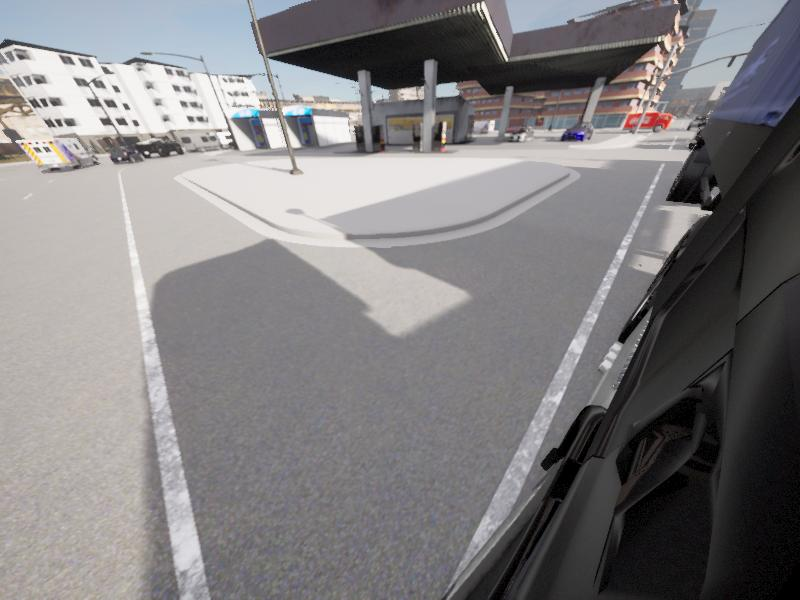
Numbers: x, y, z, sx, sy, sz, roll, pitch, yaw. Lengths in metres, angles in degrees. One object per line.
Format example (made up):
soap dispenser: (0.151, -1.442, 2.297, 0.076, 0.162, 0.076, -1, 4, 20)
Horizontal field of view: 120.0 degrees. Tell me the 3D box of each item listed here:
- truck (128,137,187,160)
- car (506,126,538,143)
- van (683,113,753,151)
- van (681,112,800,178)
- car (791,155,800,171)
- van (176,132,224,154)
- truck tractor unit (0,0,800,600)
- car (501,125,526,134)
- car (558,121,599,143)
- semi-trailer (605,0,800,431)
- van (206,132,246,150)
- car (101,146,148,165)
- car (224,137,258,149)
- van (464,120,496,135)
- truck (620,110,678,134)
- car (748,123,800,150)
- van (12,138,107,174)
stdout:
truck: (-32.536, -20.632, 31.359, 2.390, 2.098, 6.274, -8, 37, -7)
car: (15.030, -20.349, 28.435, 1.970, 1.475, 3.806, 29, 47, 35)
van: (22.960, -12.346, 16.918, 2.069, 2.038, 4.480, 29, 47, 35)
van: (14.851, -7.040, 10.386, 2.069, 2.038, 4.480, 29, 46, 34)
car: (17.589, -5.763, 8.626, 1.905, 1.878, 3.866, 29, 47, 35)
van: (-32.492, -25.849, 37.926, 1.988, 2.561, 5.915, 1, 37, 5)
truck tractor unit: (2.645, -0.295, 0.351, 6.516, 4.208, 3.053, -28, 44, -30)
car: (23.750, -35.743, 48.536, 4.181, 1.385, 1.994, 29, 47, 35)
car: (19.679, -18.544, 25.477, 2.242, 1.667, 4.611, 29, 47, 35)
semi-trailer: (8.337, -3.836, 4.543, 2.717, 4.402, 14.254, 30, 48, 35)
van: (-33.903, -31.307, 45.271, 1.988, 2.561, 5.915, 9, 38, 15)
car: (-30.612, -16.203, 25.824, 1.845, 1.501, 3.633, -16, 39, -17)
car: (-30.582, -30.370, 44.565, 1.930, 1.638, 5.238, 9, 38, 15)
van: (18.067, -39.193, 52.596, 6.366, 2.431, 2.351, 28, 47, 34)
truck: (36.943, -26.492, 34.512, 5.204, 2.467, 2.627, 24, 44, 32)
car: (26.768, -11.494, 16.169, 1.895, 1.301, 4.718, 29, 47, 35)
van: (-32.985, -14.406, 22.837, 2.351, 2.431, 6.366, -19, 40, -20)
